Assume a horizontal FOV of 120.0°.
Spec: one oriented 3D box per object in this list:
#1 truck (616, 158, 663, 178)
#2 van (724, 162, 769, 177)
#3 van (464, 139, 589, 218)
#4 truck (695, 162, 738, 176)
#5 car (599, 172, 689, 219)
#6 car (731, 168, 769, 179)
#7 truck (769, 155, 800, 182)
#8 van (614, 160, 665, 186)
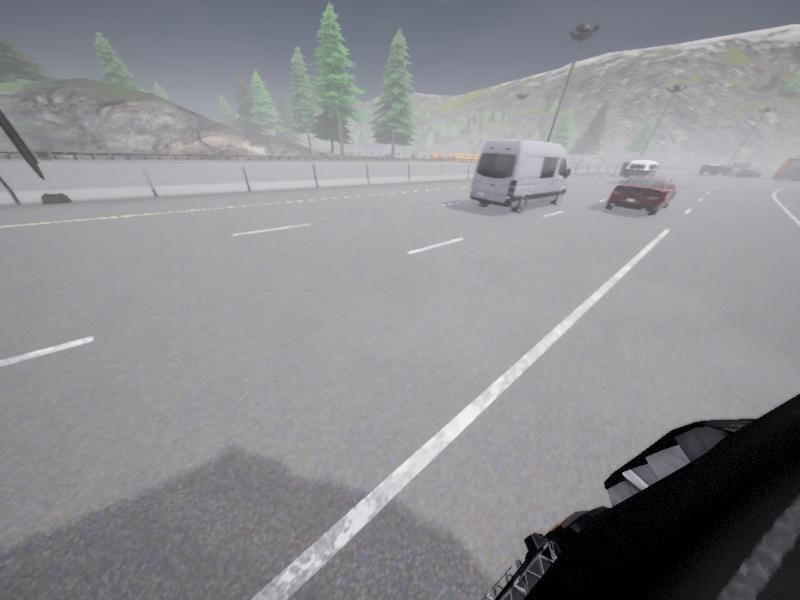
[{"bbox_3d":[33.639,-18.546,32.448,6.274,2.098,2.390,-18,38,-28],"label":"truck"},{"bbox_3d":[70.732,-26.680,47.225,6.366,2.431,2.351,-7,35,-14],"label":"van"},{"bbox_3d":[5.914,-5.725,10.684,5.915,2.561,1.988,-22,41,-32],"label":"van"},{"bbox_3d":[60.437,-24.962,44.147,6.274,2.098,2.390,-10,36,-19],"label":"truck"},{"bbox_3d":[12.340,-5.417,11.627,5.008,1.535,1.882,-22,41,-32],"label":"car"},{"bbox_3d":[64.593,-23.319,42.607,4.902,1.511,2.128,-9,36,-17],"label":"car"},{"bbox_3d":[72.150,-23.382,41.139,8.468,3.827,2.891,-7,35,-14],"label":"truck"},{"bbox_3d":[23.847,-12.694,22.974,4.480,2.038,2.069,-21,40,-31],"label":"van"}]
